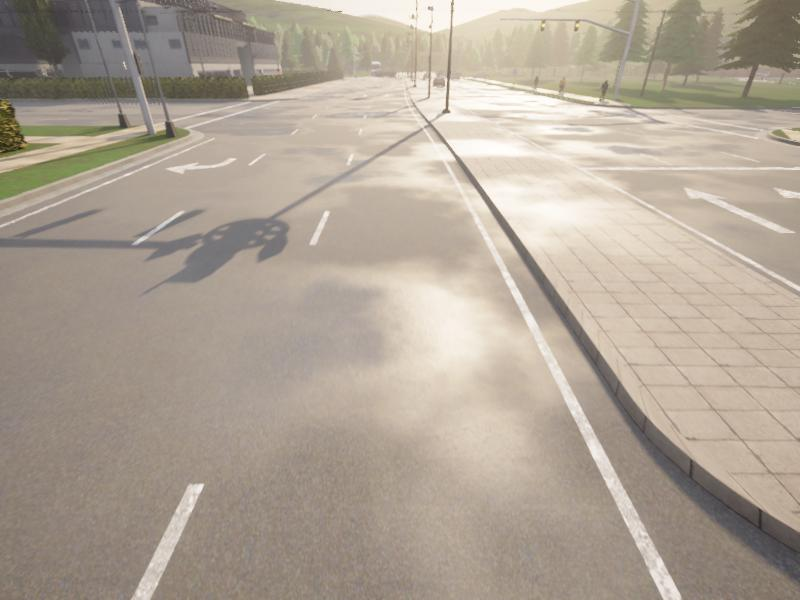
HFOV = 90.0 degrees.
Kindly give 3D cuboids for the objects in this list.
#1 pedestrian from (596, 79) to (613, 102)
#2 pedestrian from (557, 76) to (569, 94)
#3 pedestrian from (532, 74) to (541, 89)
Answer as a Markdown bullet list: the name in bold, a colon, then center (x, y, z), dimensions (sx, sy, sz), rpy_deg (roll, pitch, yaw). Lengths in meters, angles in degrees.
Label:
- **pedestrian**: center (18.793, -19.283, 36.794), dimensions (0.751, 1.860, 0.751), rpy_deg (1, 30, 2)
- **pedestrian**: center (19.075, -25.218, 46.946), dimensions (0.751, 1.860, 0.751), rpy_deg (1, 30, 1)
- **pedestrian**: center (19.314, -30.838, 56.560), dimensions (0.751, 1.860, 0.751), rpy_deg (1, 30, 1)
